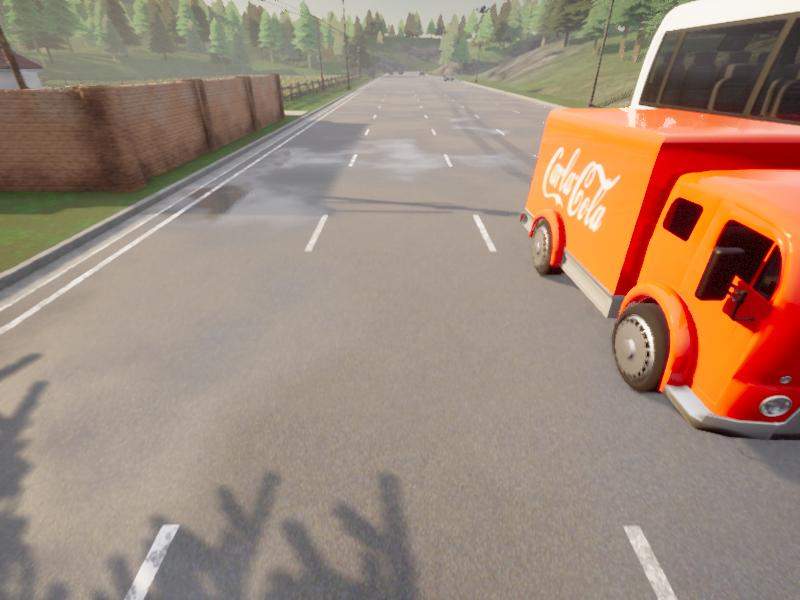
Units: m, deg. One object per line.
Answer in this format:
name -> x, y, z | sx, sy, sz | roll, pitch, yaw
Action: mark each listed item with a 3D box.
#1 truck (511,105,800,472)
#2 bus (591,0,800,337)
truck -> 3.509, -0.893, 5.071 | 2.627, 2.467, 5.204 | 0, 30, 0
bus -> 7.130, -2.045, 5.271 | 3.944, 4.253, 10.273 | 0, 30, 0
